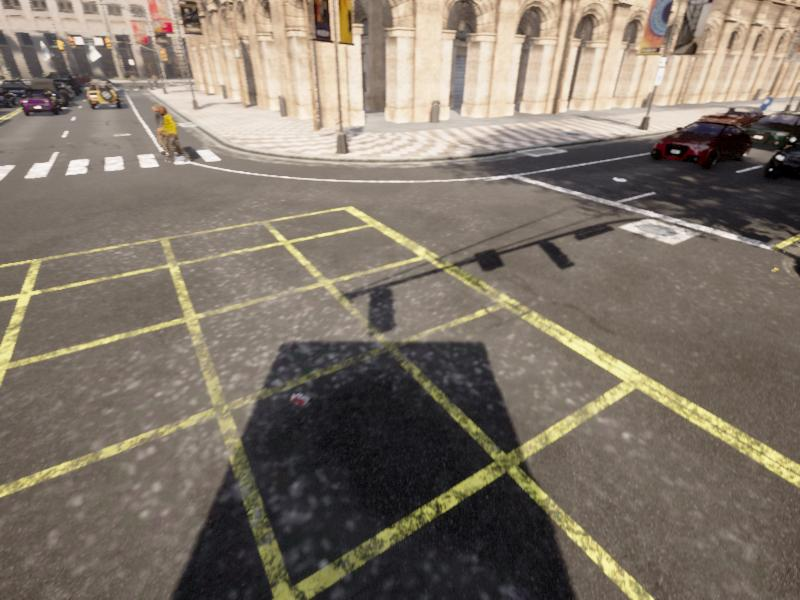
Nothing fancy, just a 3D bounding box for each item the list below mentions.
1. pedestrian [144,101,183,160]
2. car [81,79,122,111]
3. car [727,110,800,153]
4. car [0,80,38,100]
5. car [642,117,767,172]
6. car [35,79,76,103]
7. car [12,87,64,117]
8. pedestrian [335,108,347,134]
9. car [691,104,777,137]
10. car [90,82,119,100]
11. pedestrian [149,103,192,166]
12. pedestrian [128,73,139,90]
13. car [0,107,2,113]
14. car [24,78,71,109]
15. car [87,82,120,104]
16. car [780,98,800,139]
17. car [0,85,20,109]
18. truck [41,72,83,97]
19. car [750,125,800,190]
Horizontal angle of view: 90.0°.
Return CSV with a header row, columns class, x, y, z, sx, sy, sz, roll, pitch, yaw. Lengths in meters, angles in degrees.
class,x,y,z,sx,sy,sz,roll,pitch,yaw
pedestrian,-8.501,-6.131,14.443,0.751,1.860,0.751,-13,33,-23
car,-22.846,-15.803,30.706,1.932,1.855,4.605,-17,35,-28
car,17.584,-7.868,18.535,4.181,1.385,1.994,-16,34,-27
car,-36.256,-19.915,37.839,2.163,1.488,4.792,-17,35,-28
car,11.597,-6.020,15.237,4.181,1.385,1.994,-17,35,-28
car,-30.817,-18.833,35.949,1.930,1.638,5.238,-17,35,-27
car,-24.006,-13.253,26.716,1.816,1.474,4.193,-17,35,-28
pedestrian,-2.871,-8.721,19.453,0.500,1.100,0.500,-4,31,-7
car,18.919,-10.199,22.615,4.718,1.301,1.895,-17,35,-28
car,-29.208,-20.729,39.573,1.895,1.301,4.718,-17,35,-28
pedestrian,-7.790,-5.626,13.594,0.751,1.860,0.751,-19,36,-30
pedestrian,-34.712,-28.511,52.162,0.751,1.860,0.751,-16,34,-26
car,-26.762,-12.234,24.744,1.930,1.638,5.238,-17,35,-28
car,-27.165,-16.004,30.941,1.905,1.878,3.866,-17,35,-28
car,-26.017,-18.234,35.142,1.845,1.501,3.633,-17,35,-28
car,22.433,-9.600,21.088,3.866,1.878,1.905,-17,35,-28
car,-30.713,-15.344,30.250,1.994,1.385,4.181,-16,34,-27
truck,-35.153,-22.570,41.796,2.390,2.098,6.274,-17,35,-27
car,13.935,-4.730,12.921,4.974,1.542,2.038,-17,35,-28
